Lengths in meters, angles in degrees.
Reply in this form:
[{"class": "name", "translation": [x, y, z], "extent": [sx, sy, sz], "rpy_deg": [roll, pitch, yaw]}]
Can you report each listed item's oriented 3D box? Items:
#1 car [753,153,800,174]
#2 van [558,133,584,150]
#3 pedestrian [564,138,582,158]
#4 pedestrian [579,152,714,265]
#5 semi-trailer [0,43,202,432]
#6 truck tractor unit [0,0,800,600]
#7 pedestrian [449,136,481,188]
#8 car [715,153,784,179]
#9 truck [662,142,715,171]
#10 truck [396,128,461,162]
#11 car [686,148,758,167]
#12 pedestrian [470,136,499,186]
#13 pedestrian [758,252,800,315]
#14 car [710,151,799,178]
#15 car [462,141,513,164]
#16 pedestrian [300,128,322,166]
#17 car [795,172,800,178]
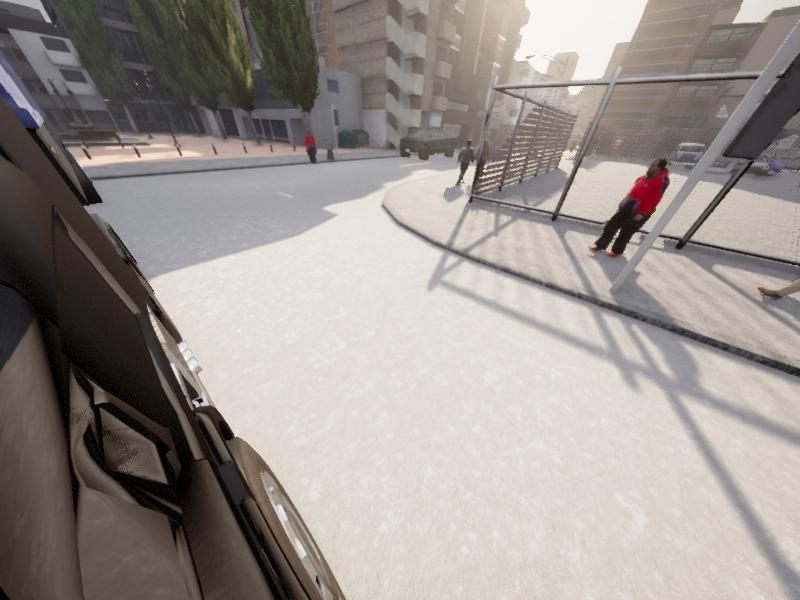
[{"class": "car", "translation": [41.377, -14.059, 23.926], "extent": [4.902, 1.511, 2.128], "rpy_deg": [29, 44, 31]}, {"class": "van", "translation": [34.527, -31.978, 46.561], "extent": [2.351, 2.431, 6.366], "rpy_deg": [29, 44, 31]}, {"class": "pedestrian", "translation": [19.442, -17.103, 25.992], "extent": [0.751, 1.860, 0.751], "rpy_deg": [-26, 45, -33]}, {"class": "pedestrian", "translation": [4.507, -1.707, 4.464], "extent": [0.751, 1.860, 0.751], "rpy_deg": [5, 37, 3]}, {"class": "semi-trailer", "translation": [-8.691, -3.622, 4.218], "extent": [14.254, 4.402, 2.717], "rpy_deg": [28, 44, 30]}, {"class": "truck tractor unit", "translation": [-2.645, -0.295, 0.352], "extent": [6.516, 4.208, 3.053], "rpy_deg": [28, 44, 30]}, {"class": "pedestrian", "translation": [2.803, -5.976, 10.033], "extent": [0.751, 1.860, 0.751], "rpy_deg": [25, 42, 27]}, {"class": "car", "translation": [30.133, -11.831, 20.168], "extent": [2.033, 1.415, 5.357], "rpy_deg": [28, 44, 30]}, {"class": "truck", "translation": [27.226, -13.783, 22.051], "extent": [2.069, 2.038, 4.478], "rpy_deg": [28, 44, 30]}, {"class": "truck", "translation": [2.623, -13.711, 20.347], "extent": [2.390, 2.098, 6.274], "rpy_deg": [28, 44, 30]}, {"class": "car", "translation": [40.041, -17.902, 28.948], "extent": [4.902, 1.511, 2.128], "rpy_deg": [27, 43, 29]}, {"class": "pedestrian", "translation": [3.823, -6.356, 10.608], "extent": [0.751, 1.860, 0.751], "rpy_deg": [7, 37, 5]}, {"class": "pedestrian", "translation": [6.468, -0.645, 3.182], "extent": [0.751, 1.860, 0.751], "rpy_deg": [-27, 46, -34]}, {"class": "car", "translation": [30.206, -11.724, 19.912], "extent": [3.705, 1.547, 1.789], "rpy_deg": [28, 44, 30]}, {"class": "car", "translation": [8.046, -13.488, 21.008], "extent": [2.033, 1.411, 5.357], "rpy_deg": [29, 44, 31]}, {"class": "pedestrian", "translation": [-5.416, -9.298, 14.088], "extent": [0.751, 1.860, 0.751], "rpy_deg": [-17, 41, -25]}, {"class": "car", "translation": [33.975, -10.134, 18.065], "extent": [1.845, 1.501, 3.633], "rpy_deg": [28, 44, 30]}]
